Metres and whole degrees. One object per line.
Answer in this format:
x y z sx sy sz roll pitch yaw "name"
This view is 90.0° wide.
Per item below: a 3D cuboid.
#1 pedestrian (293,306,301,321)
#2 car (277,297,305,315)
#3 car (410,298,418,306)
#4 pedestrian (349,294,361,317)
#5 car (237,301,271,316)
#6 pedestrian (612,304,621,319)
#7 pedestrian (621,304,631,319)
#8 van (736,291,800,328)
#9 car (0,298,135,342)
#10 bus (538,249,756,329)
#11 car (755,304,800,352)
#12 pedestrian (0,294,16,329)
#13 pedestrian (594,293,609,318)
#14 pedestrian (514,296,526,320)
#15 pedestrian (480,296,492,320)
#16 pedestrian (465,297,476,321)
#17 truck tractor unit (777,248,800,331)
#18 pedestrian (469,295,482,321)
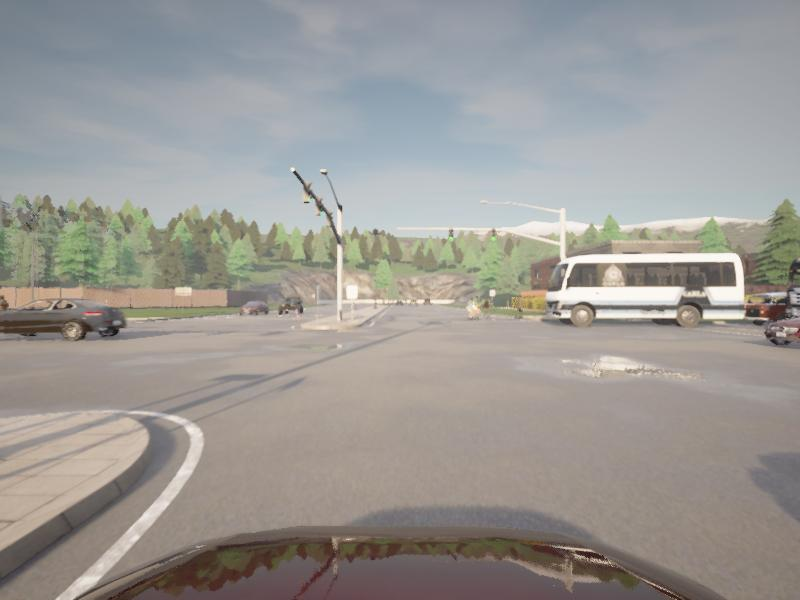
-7.555 0.975 29.263 0.500 1.100 0.500 0 0 -4 "pedestrian"
-11.564 0.585 42.686 1.905 1.878 3.866 0 0 0 "car"
3.355 0.512 98.590 1.932 1.855 4.605 0 0 0 "car"
-3.662 0.438 32.396 0.751 1.860 0.751 0 0 -22 "pedestrian"
-15.062 0.810 41.595 1.812 1.442 4.674 0 0 0 "car"
15.918 0.823 29.406 0.500 1.100 0.500 0 0 33 "pedestrian"
16.410 0.823 29.050 0.500 1.100 0.500 0 0 -4 "pedestrian"
22.853 0.532 23.502 4.480 2.038 2.069 -1 0 -1 "van"
-13.867 0.758 16.069 5.027 1.651 2.152 0 0 -1 "car"
13.994 -0.568 23.768 10.273 4.253 3.944 0 0 6 "bus"
14.587 0.851 12.905 4.674 1.442 1.812 0 0 -1 "car"
-21.469 0.606 21.613 0.751 1.860 0.751 0 0 3 "pedestrian"
15.215 0.399 30.213 0.751 1.860 0.751 0 0 -8 "pedestrian"
9.249 0.593 30.846 0.751 1.860 0.751 0 0 2 "pedestrian"
6.747 0.627 31.453 0.751 1.860 0.751 0 0 -5 "pedestrian"
5.536 0.667 31.475 0.751 1.860 0.751 0 0 4 "pedestrian"
23.538 -0.531 20.012 6.516 4.208 3.053 0 0 -1 "truck tractor unit"
5.545 0.595 29.273 0.751 1.860 0.751 0 0 -5 "pedestrian"
